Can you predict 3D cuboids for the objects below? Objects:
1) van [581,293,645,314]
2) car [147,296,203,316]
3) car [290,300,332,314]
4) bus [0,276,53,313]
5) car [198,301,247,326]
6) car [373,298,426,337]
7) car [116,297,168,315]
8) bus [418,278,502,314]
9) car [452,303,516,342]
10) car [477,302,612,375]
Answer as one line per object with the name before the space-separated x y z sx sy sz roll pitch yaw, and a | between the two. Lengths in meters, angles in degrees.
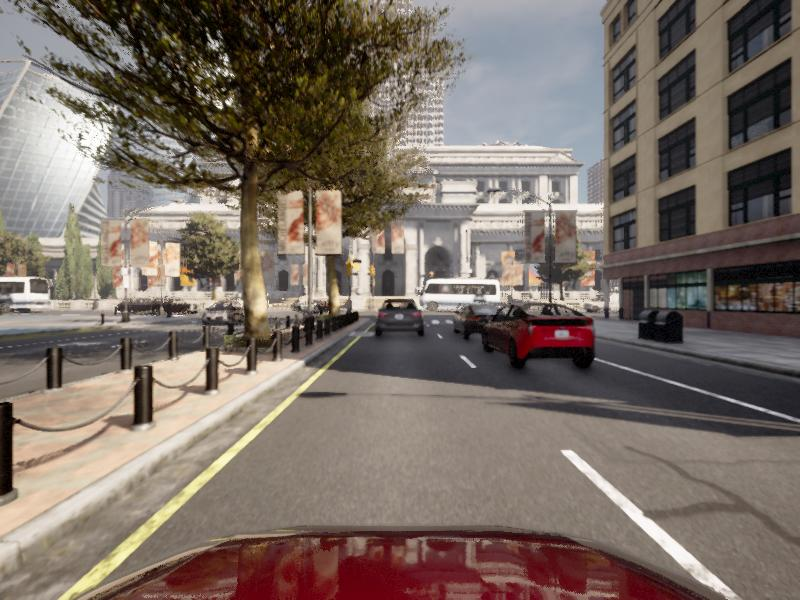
van | 25.581 0.373 48.237 6.366 2.431 2.351 0 0 0
car | -23.243 0.640 41.429 4.605 1.855 1.932 2 0 0
car | -11.024 0.822 49.406 4.974 1.542 2.038 0 0 29
bus | -48.881 -0.549 48.352 10.273 4.253 3.944 -1 0 -3
car | -11.658 0.824 26.517 1.845 1.501 3.633 0 0 -4
car | -0.006 0.754 19.292 2.242 1.667 4.611 0 0 0
car | -28.930 0.651 44.952 4.605 1.855 1.932 -1 0 0
bus | 7.560 -0.531 51.685 10.273 4.253 3.944 1 0 0
car | 3.453 0.868 17.420 1.812 1.442 4.674 0 0 0
car | 3.499 0.827 10.770 2.007 1.525 4.514 0 0 0
